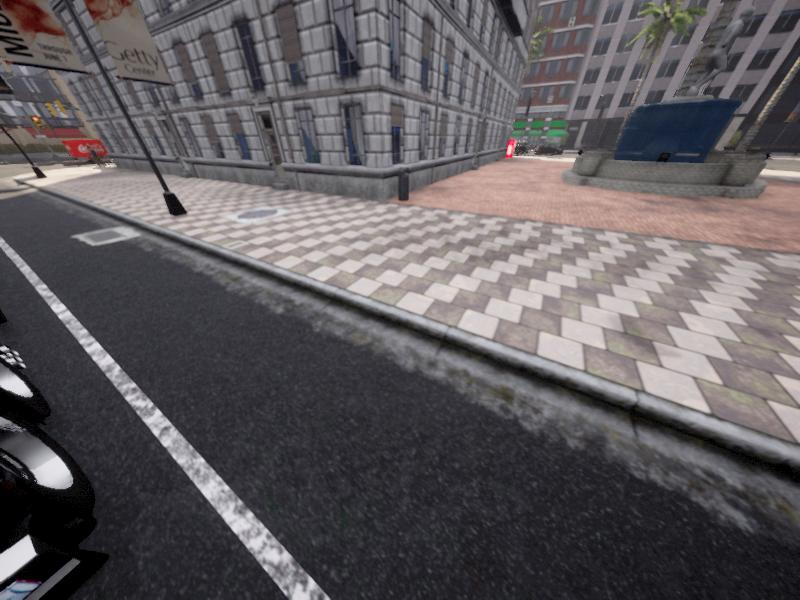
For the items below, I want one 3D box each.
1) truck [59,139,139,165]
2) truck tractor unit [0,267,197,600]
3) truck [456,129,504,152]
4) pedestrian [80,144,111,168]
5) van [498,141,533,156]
[{"bbox_3d":[-37.873,-18.890,29.304,2.627,2.467,5.204,18,40,24],"label":"truck"},{"bbox_3d":[-5.115,-0.297,0.772,6.516,4.208,3.053,18,39,24],"label":"truck tractor unit"},{"bbox_3d":[16.625,-33.378,48.446,8.468,3.827,2.891,18,39,25],"label":"truck"},{"bbox_3d":[-28.355,-13.387,21.522,0.751,1.860,0.751,9,36,13],"label":"pedestrian"},{"bbox_3d":[18.587,-24.633,37.483,4.442,1.987,1.775,23,41,30],"label":"van"}]
